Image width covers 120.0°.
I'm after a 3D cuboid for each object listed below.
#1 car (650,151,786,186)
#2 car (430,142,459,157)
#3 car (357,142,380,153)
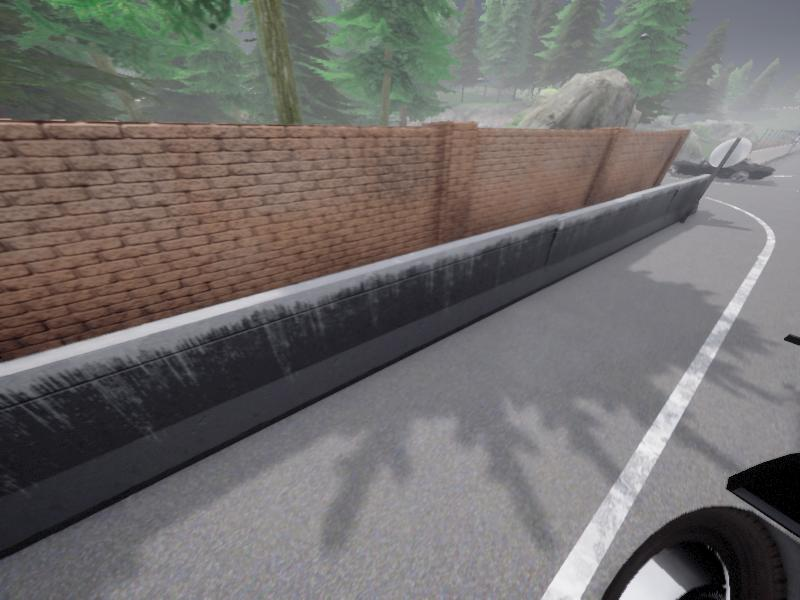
[{"bbox_3d":[19.122,-8.241,14.268,1.895,1.301,4.718,-29,46,-33],"label":"car"},{"bbox_3d":[5.944,-20.551,31.473,1.789,1.549,3.705,-20,40,-26],"label":"car"},{"bbox_3d":[-5.633,-27.128,41.108,2.128,1.511,4.902,-21,40,-25],"label":"car"}]
